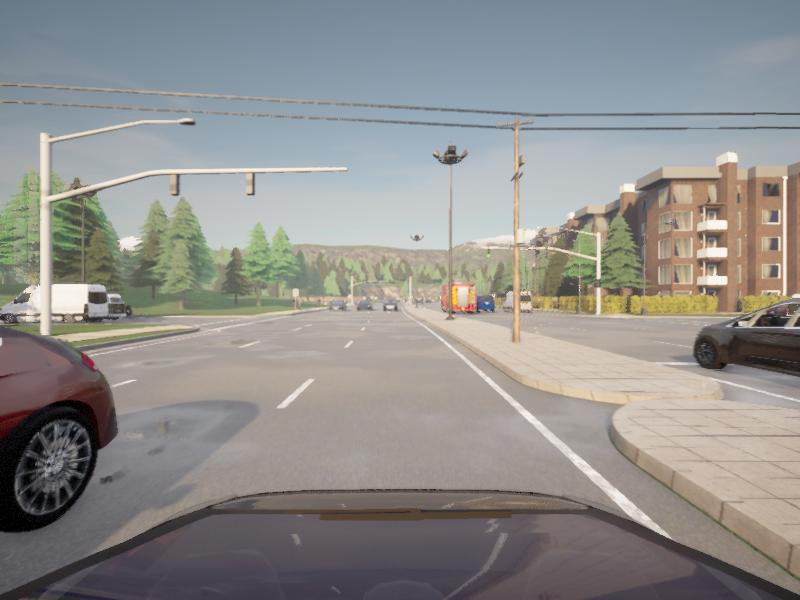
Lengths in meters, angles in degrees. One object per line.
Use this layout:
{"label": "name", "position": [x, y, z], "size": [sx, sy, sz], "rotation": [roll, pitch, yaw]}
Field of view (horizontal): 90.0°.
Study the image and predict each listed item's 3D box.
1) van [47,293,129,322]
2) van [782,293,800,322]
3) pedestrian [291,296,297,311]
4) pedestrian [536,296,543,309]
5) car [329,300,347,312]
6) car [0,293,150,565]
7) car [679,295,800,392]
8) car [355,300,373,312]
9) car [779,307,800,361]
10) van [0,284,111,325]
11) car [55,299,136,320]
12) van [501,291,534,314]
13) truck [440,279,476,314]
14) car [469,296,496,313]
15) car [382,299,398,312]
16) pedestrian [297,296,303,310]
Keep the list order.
{"label": "van", "position": [-22.845, 0.540, 29.417], "size": [4.480, 2.038, 2.069], "rotation": [0, 0, 1]}
{"label": "van", "position": [30.422, 0.541, 28.489], "size": [4.480, 2.038, 2.069], "rotation": [0, 0, 1]}
{"label": "pedestrian", "position": [-12.983, 0.416, 49.070], "size": [0.751, 1.860, 0.751], "rotation": [0, 0, -12]}
{"label": "pedestrian", "position": [20.186, 0.417, 58.027], "size": [0.751, 1.860, 0.751], "rotation": [0, 0, -1]}
{"label": "car", "position": [-8.278, 0.808, 53.673], "size": [1.812, 1.442, 4.674], "rotation": [0, 0, -1]}
{"label": "car", "position": [-3.499, 0.779, 1.360], "size": [2.152, 1.651, 5.027], "rotation": [0, 0, 0]}
{"label": "car", "position": [7.985, 0.748, 7.531], "size": [2.242, 1.667, 4.611], "rotation": [0, 0, 0]}
{"label": "car", "position": [-4.815, 0.771, 54.569], "size": [2.038, 1.542, 4.974], "rotation": [0, -1, -1]}
{"label": "car", "position": [11.482, 0.897, 8.981], "size": [1.994, 1.385, 4.181], "rotation": [0, 0, 0]}
{"label": "van", "position": [-22.391, 0.291, 25.916], "size": [5.915, 2.561, 1.988], "rotation": [0, 0, 1]}
{"label": "car", "position": [-24.964, 0.732, 32.942], "size": [5.238, 1.638, 1.930], "rotation": [0, 0, 1]}
{"label": "van", "position": [13.814, 0.266, 47.419], "size": [1.988, 2.561, 5.915], "rotation": [0, 0, -1]}
{"label": "truck", "position": [6.806, -0.378, 47.884], "size": [2.891, 3.827, 8.468], "rotation": [0, 0, -1]}
{"label": "car", "position": [10.256, 0.512, 49.973], "size": [2.150, 2.045, 5.566], "rotation": [0, 0, -1]}
{"label": "car", "position": [-1.282, 0.715, 54.167], "size": [2.033, 1.649, 4.856], "rotation": [0, 0, 0]}
{"label": "pedestrian", "position": [-13.417, 0.410, 53.672], "size": [0.751, 1.860, 0.751], "rotation": [0, 0, -6]}
